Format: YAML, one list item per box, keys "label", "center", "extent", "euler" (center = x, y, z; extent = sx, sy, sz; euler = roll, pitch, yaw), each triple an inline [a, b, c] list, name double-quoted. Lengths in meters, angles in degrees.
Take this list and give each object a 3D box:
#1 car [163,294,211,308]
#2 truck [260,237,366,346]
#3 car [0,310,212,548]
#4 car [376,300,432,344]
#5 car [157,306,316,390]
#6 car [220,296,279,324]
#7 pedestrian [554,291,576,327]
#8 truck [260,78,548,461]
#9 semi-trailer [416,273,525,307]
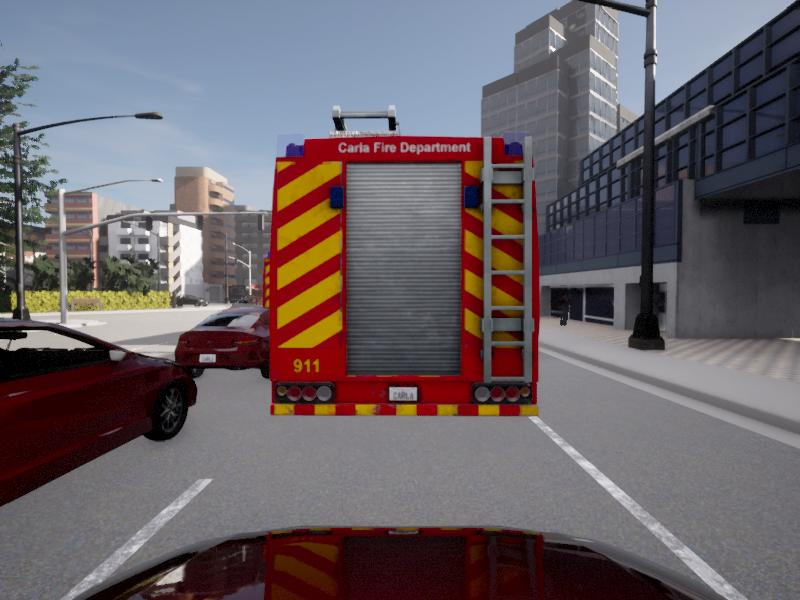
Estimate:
- label: "car"
  center: [-27.246, 0.090, 51.336]
  extent: [5.027, 1.651, 2.152]
  euler: [0, 1, 1]
- label: "truck"
  center: [-3.409, -0.337, 18.226]
  extent: [2.891, 3.827, 8.468]
  euler: [0, 0, 1]
- label: "car"
  center: [-3.468, 0.860, 3.307]
  extent: [1.816, 1.474, 4.193]
  euler: [0, 0, 1]
- label: "car"
  center: [0.180, 0.817, 17.201]
  extent: [2.038, 1.542, 4.974]
  euler: [0, 1, 1]
- label: "car"
  center: [-3.435, 0.891, 9.530]
  extent: [1.812, 1.442, 4.674]
  euler: [0, 0, 1]
- label: "car"
  center: [-10.193, 0.608, 27.564]
  extent: [2.242, 1.667, 4.611]
  euler: [0, 1, 1]
- label: "pedestrian"
  center: [8.608, 0.451, 20.865]
  extent: [0.751, 1.860, 0.751]
  euler: [0, 2, -12]
- label: "truck"
  center: [0.092, -0.302, 8.253]
  extent: [2.891, 3.827, 8.468]
  euler: [0, 0, 1]
- label: "semi-trailer"
  center: [9.351, -1.385, 53.960]
  extent: [14.254, 4.402, 2.717]
  euler: [0, 1, -1]
